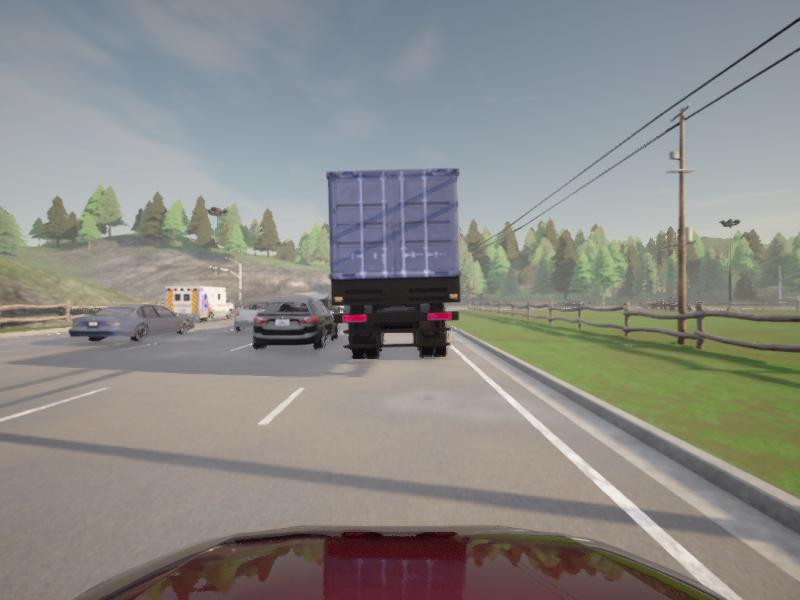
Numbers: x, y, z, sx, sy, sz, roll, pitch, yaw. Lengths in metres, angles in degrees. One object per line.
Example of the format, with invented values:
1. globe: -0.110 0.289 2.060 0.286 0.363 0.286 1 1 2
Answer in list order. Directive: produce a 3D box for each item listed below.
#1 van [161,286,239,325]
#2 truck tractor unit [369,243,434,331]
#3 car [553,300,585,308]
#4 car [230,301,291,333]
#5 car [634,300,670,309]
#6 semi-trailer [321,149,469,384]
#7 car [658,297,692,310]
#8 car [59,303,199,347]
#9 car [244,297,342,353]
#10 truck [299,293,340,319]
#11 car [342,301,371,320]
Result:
1. van: -14.002 0.331 28.603 2.351 2.431 6.366 0 0 0
2. truck tractor unit: 0.045 -0.588 22.679 3.053 4.208 6.516 2 -1 0
3. car: 30.407 0.729 72.104 4.892 1.490 1.837 0 0 1
4. car: -7.002 0.792 20.504 1.845 1.501 3.633 0 0 0
5. car: 43.109 0.725 68.462 4.902 1.511 2.128 0 0 1
6. semi-trailer: -0.041 -0.682 14.739 2.717 4.402 14.254 -1 0 0
7. car: 42.163 0.548 61.473 3.866 1.878 1.905 0 0 1
8. car: -10.501 0.868 16.205 2.033 1.411 5.357 0 0 0
9. car: -3.502 0.733 14.166 2.242 1.667 4.611 0 0 0
10. truck: -7.004 0.484 35.590 2.390 2.098 6.274 0 0 0
11. car: -3.504 0.791 32.959 1.837 1.490 4.892 0 0 0
